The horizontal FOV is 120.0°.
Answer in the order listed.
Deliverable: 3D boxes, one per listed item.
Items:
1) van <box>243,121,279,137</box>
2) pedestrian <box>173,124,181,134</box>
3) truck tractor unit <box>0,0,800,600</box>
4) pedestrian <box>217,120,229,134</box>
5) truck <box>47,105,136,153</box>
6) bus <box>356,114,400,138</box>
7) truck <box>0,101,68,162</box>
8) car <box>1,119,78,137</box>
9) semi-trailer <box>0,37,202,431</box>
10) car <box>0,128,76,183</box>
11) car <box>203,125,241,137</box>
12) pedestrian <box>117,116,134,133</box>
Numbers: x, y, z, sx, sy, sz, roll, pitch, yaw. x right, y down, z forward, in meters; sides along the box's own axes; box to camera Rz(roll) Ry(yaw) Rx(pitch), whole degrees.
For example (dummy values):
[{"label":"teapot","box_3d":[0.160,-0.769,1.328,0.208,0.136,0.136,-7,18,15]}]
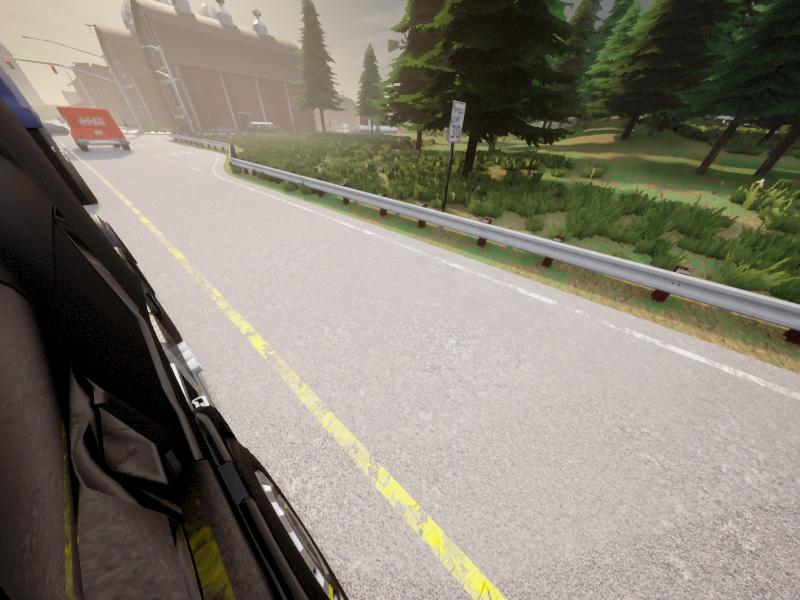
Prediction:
[{"label":"van","box_3d":[-23.826,-29.448,39.867,2.069,2.038,4.480,27,43,29]},{"label":"pedestrian","box_3d":[-34.036,-26.155,35.317,0.500,1.100,0.500,-24,44,-31]},{"label":"truck tractor unit","box_3d":[-2.645,-0.295,0.351,6.516,4.208,3.053,28,44,30]},{"label":"pedestrian","box_3d":[-29.818,-29.154,38.955,0.751,1.860,0.751,28,44,30]},{"label":"truck","box_3d":[-22.294,-12.390,16.746,5.204,2.467,2.627,27,43,29]},{"label":"bus","box_3d":[-4.817,-40.445,53.909,3.944,4.253,10.273,28,43,29]},{"label":"truck","box_3d":[-21.924,-9.537,12.956,5.204,2.467,2.627,27,43,28]},{"label":"car","box_3d":[-38.692,-18.623,24.999,1.994,1.385,4.181,-2,37,-6]},{"label":"semi-trailer","box_3d":[-8.745,-3.573,4.182,14.254,4.402,2.717,28,43,29]},{"label":"car","box_3d":[-16.060,-6.228,9.720,4.902,1.511,2.128,27,43,29]},{"label":"car","box_3d":[-27.756,-26.433,36.152,1.994,1.385,4.181,27,43,29]},{"label":"pedestrian","box_3d":[-37.570,-24.062,31.639,0.751,1.860,0.751,-27,46,-34]}]
